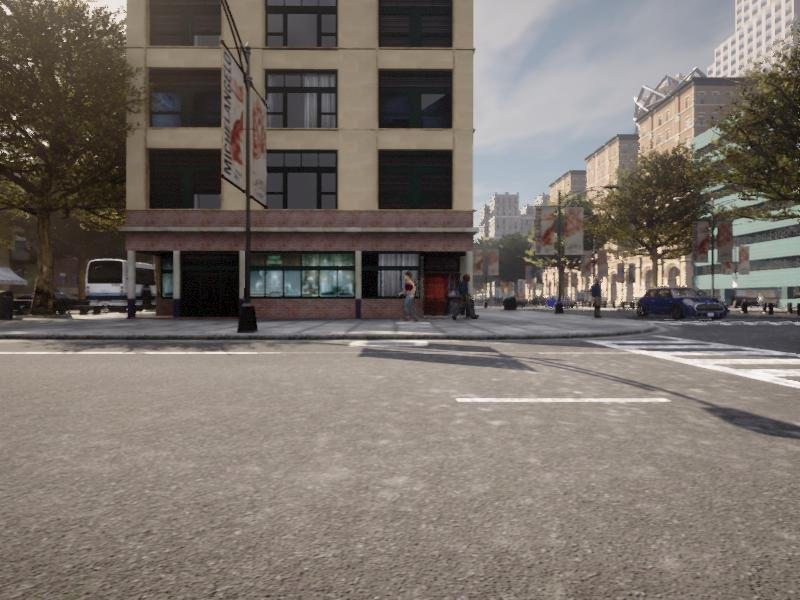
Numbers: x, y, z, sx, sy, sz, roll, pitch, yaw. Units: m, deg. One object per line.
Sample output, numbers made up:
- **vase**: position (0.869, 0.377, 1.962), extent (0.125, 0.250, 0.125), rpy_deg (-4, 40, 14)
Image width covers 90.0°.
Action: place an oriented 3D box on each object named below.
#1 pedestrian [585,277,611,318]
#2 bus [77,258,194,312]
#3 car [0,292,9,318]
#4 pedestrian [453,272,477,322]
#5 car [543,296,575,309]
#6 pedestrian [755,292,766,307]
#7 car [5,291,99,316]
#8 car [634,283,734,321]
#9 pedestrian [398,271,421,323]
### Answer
- **pedestrian**: position (9.133, -0.108, 18.471), extent (0.751, 1.860, 0.751), rpy_deg (0, 0, -20)
- **bus**: position (-23.447, -1.153, 36.537), extent (3.944, 4.253, 10.273), rpy_deg (0, 0, 0)
- **car**: position (-23.289, 0.275, 20.082), extent (2.033, 1.411, 5.357), rpy_deg (0, 0, 0)
- **pedestrian**: position (2.516, -0.113, 15.487), extent (0.751, 1.860, 0.751), rpy_deg (0, 0, -5)
- **car**: position (18.084, 0.284, 45.664), extent (1.812, 1.442, 4.674), rpy_deg (0, 0, 0)
- **pedestrian**: position (43.440, -0.080, 48.192), extent (0.751, 1.860, 0.751), rpy_deg (0, 0, -13)
- **car**: position (-23.234, 0.217, 27.052), extent (2.128, 1.511, 4.902), rpy_deg (0, 0, -1)
- **car**: position (14.665, 0.107, 21.070), extent (2.097, 1.767, 4.553), rpy_deg (0, 0, 1)
- **pedestrian**: position (0.326, -0.115, 14.635), extent (0.751, 1.860, 0.751), rpy_deg (0, 0, -6)
